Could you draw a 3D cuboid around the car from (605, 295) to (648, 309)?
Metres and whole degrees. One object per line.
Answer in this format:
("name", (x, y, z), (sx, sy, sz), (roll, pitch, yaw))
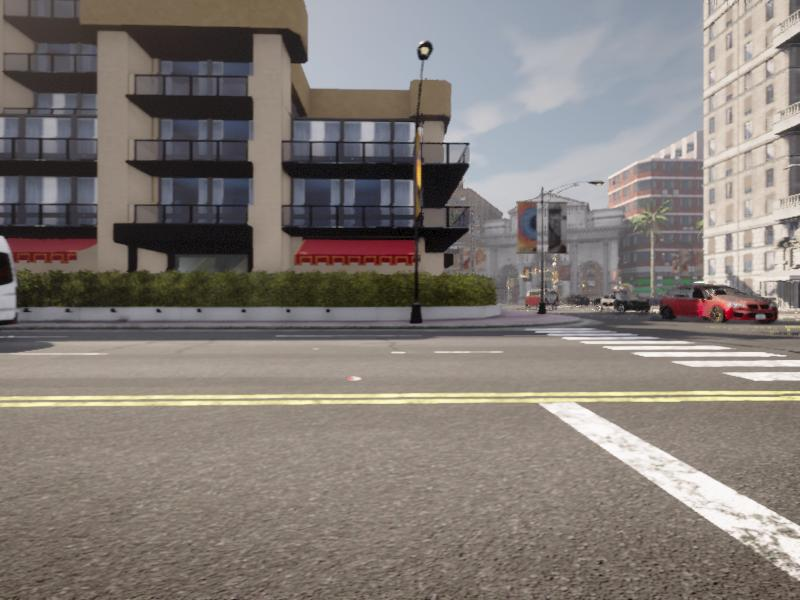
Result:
("car", (24.559, 0.228, 43.553), (1.837, 1.490, 4.892), (0, 0, -2))

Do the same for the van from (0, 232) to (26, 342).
("van", (-12.240, -0.284, 8.873), (5.915, 2.561, 1.988), (0, 0, -2))

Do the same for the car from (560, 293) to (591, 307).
("car", (23.981, 0.032, 54.893), (1.932, 1.855, 4.605), (0, 0, -5))

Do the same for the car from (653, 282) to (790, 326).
("car", (13.765, 0.152, 17.604), (2.242, 1.667, 4.611), (0, 0, -1))

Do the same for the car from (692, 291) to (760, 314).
("car", (24.905, 0.178, 30.754), (1.851, 1.617, 3.988), (0, 0, -2))

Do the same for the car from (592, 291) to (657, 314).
("car", (16.907, 0.159, 30.466), (1.930, 1.638, 5.238), (0, 0, -2))

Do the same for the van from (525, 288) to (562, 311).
("van", (13.225, -0.016, 37.220), (1.775, 1.987, 4.442), (0, 0, -2))

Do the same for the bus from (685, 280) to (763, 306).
("bus", (55.391, -1.162, 68.695), (10.273, 4.253, 3.944), (0, 0, -1))
